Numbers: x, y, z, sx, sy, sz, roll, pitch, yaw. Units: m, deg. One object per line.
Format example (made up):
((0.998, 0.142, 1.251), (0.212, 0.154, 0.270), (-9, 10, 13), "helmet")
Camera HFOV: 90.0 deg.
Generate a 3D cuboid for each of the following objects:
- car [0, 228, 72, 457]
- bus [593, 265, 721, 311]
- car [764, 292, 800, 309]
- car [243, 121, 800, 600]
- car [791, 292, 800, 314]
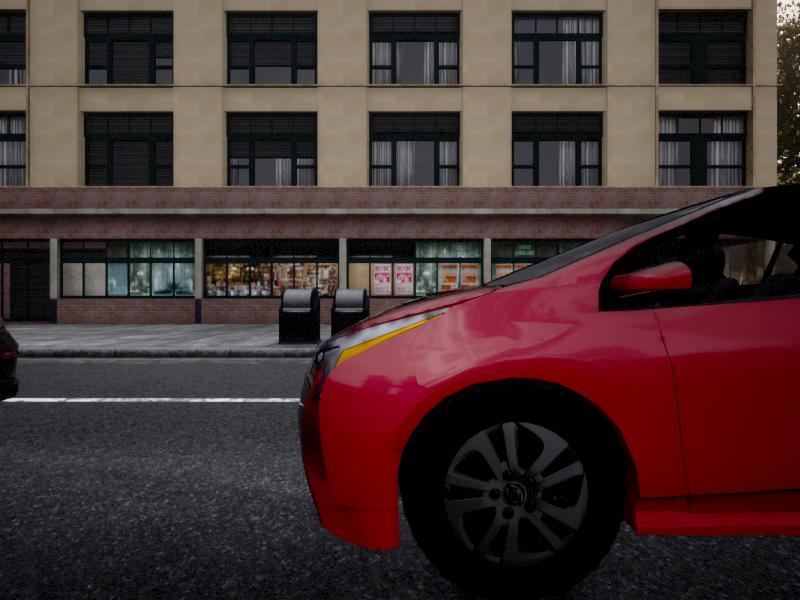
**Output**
((-4.859, 0.270, 2.172), (4.674, 1.442, 1.812), (0, 0, 0), "car")
((25.510, -1.142, 40.234), (10.273, 4.253, 3.944), (1, 0, 0), "bus")
((42.436, 0.046, 43.539), (3.866, 1.878, 1.905), (0, 0, -1), "car")
((1.791, 0.228, 2.195), (4.514, 1.525, 2.007), (0, 0, 0), "car")
((29.894, 0.201, 26.977), (1.801, 1.575, 5.366), (0, 0, -1), "car")
